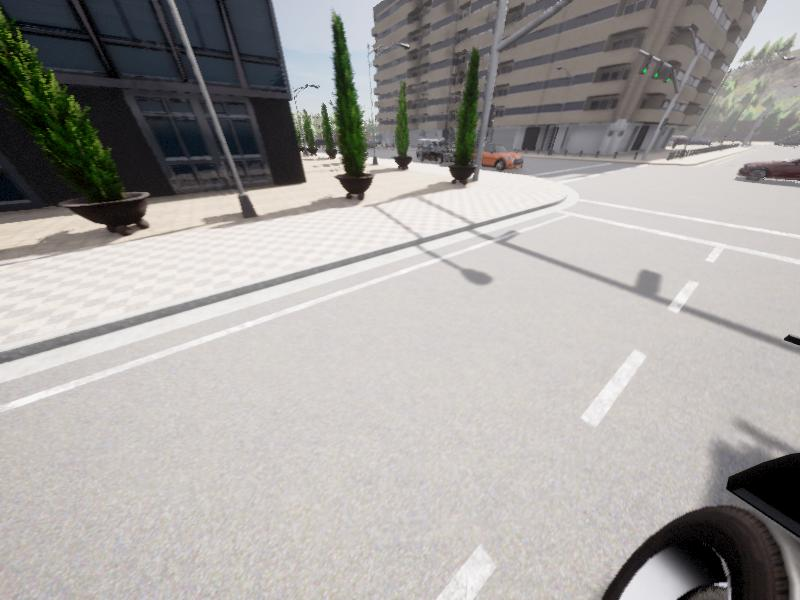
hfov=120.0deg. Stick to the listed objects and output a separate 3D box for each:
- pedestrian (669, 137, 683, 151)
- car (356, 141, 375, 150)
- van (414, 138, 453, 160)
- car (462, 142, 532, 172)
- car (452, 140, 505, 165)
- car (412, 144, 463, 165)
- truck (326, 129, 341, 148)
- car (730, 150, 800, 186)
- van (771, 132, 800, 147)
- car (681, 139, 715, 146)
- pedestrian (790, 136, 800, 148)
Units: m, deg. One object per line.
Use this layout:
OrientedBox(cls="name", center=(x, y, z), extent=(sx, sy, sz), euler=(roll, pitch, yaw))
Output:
OrientedBox(cls="pedestrian", center=(43.710, -24.749, 36.590), extent=(0.751, 1.860, 0.751), euler=(-29, 44, -34))
OrientedBox(cls="car", center=(-7.851, -34.785, 51.852), extent=(2.163, 1.488, 4.792), euler=(-22, 41, -28))
OrientedBox(cls="van", center=(3.891, -18.210, 27.783), extent=(2.069, 2.038, 4.480), euler=(-22, 41, -28))
OrientedBox(cls="car", center=(7.548, -11.520, 18.487), extent=(2.097, 1.767, 4.553), euler=(-22, 40, -27))
OrientedBox(cls="car", center=(7.757, -14.943, 23.259), extent=(1.932, 1.855, 4.605), euler=(-22, 41, -28))
OrientedBox(cls="car", center=(3.603, -14.687, 23.256), extent=(2.128, 1.511, 4.902), euler=(-22, 41, -28))
OrientedBox(cls="truck", center=(-17.954, -43.911, 62.835), extent=(2.891, 3.827, 8.468), euler=(-6, 35, -8))
OrientedBox(cls="car", center=(21.577, -6.851, 12.078), extent=(1.812, 1.442, 4.674), euler=(-22, 41, -28))
OrientedBox(cls="van", center=(85.575, -34.287, 49.403), extent=(1.988, 2.561, 5.915), euler=(-22, 41, -28))
OrientedBox(cls="car", center=(71.803, -38.004, 55.752), extent=(1.812, 1.442, 4.674), euler=(-21, 40, -27))
OrientedBox(cls="pedestrian", center=(76.218, -30.183, 44.229), extent=(0.751, 1.860, 0.751), euler=(-21, 40, -27))
